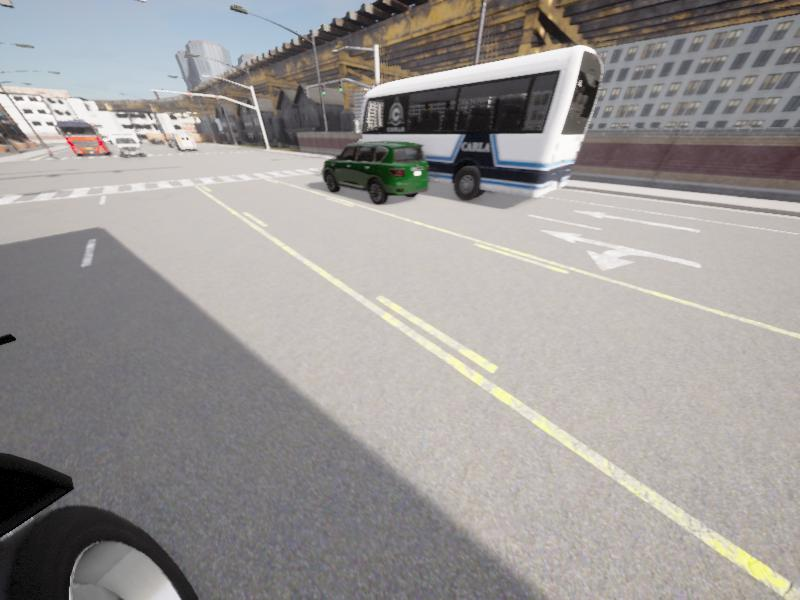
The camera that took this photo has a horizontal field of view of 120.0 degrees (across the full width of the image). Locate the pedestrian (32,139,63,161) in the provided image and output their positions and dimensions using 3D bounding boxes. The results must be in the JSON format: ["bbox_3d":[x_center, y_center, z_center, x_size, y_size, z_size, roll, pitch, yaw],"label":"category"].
[{"bbox_3d":[-36.302,-15.508,23.822,0.751,1.860,0.751,-13,38,-18],"label":"pedestrian"}]

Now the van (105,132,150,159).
[{"bbox_3d":[-32.270,-18.377,27.408,2.351,2.431,6.366,-30,45,-35],"label":"van"}]

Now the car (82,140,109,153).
[{"bbox_3d":[-47.098,-23.867,35.851,1.837,1.490,4.892,-30,45,-35],"label":"car"}]

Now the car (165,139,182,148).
[{"bbox_3d":[-47.206,-32.658,48.103,1.789,1.549,3.705,-30,45,-35],"label":"car"}]

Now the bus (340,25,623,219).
[{"bbox_3d":[2.136,-7.342,10.497,3.944,4.253,10.273,-30,45,-35],"label":"bus"}]

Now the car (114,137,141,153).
[{"bbox_3d":[-40.416,-22.964,34.288,1.932,1.855,4.605,-30,44,-35],"label":"car"}]

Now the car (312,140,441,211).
[{"bbox_3d":[-1.229,-5.635,9.994,2.150,2.045,5.566,-30,45,-35],"label":"car"}]

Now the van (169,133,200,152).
[{"bbox_3d":[-36.432,-26.620,38.940,2.351,2.431,6.366,-30,45,-35],"label":"van"}]

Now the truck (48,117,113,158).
[{"bbox_3d":[-40.415,-20.857,29.653,2.891,3.827,8.468,-30,45,-35],"label":"truck"}]
